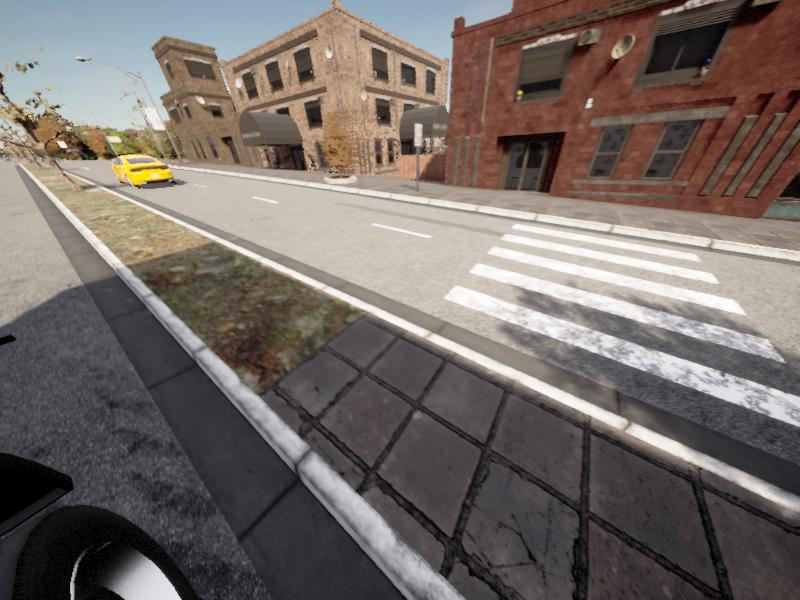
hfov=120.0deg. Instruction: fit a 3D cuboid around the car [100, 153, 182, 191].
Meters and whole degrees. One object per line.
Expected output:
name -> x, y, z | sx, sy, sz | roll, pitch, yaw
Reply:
car -> -15.518, -7.776, 13.813 | 5.008, 1.535, 1.882 | 22, 40, 28
